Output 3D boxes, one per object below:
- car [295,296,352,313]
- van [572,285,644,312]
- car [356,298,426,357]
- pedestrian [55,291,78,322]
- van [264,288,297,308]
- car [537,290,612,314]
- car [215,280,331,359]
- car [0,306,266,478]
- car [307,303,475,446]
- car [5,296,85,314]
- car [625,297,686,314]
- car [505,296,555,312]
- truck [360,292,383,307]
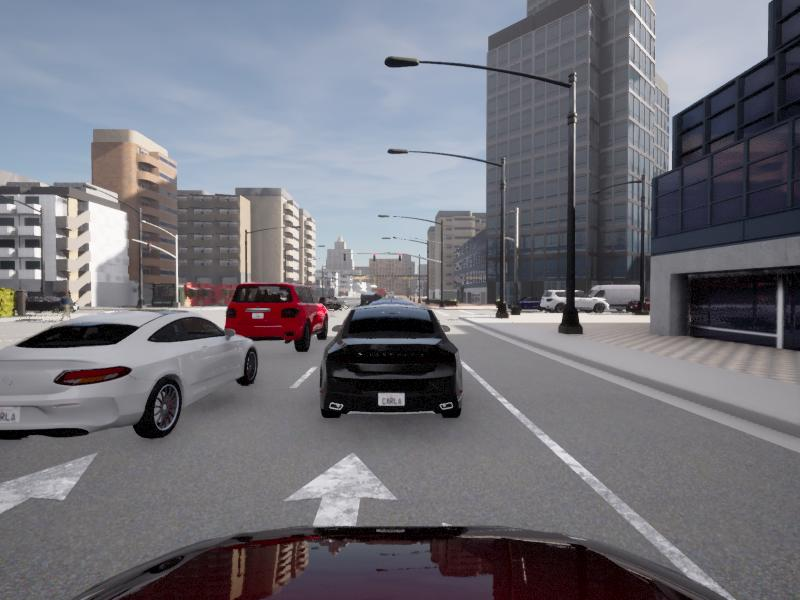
[{"bbox_3d":[-7.132,0.405,37.424,4.792,1.488,2.163,0,1,-34],"label":"car"},{"bbox_3d":[19.906,-0.155,38.479,5.915,2.561,1.988,0,1,-1],"label":"van"},{"bbox_3d":[-0.289,0.737,13.310,1.882,1.535,5.008,0,1,-1],"label":"car"},{"bbox_3d":[-20.468,0.384,24.566,0.751,1.860,0.751,0,1,-3],"label":"pedestrian"},{"bbox_3d":[-15.145,-0.233,51.184,2.351,2.431,6.366,0,0,-1],"label":"van"},{"bbox_3d":[15.170,0.153,34.941,5.566,2.045,2.150,0,1,-1],"label":"car"},{"bbox_3d":[-3.796,0.479,13.206,2.150,2.045,5.566,0,1,-1],"label":"car"},{"bbox_3d":[-3.631,0.861,5.908,1.812,1.442,4.674,0,0,-1],"label":"car"},{"bbox_3d":[-0.149,0.835,6.827,1.837,1.490,4.892,0,0,-1],"label":"car"},{"bbox_3d":[-30.277,0.413,34.256,4.902,1.511,2.128,0,1,-1],"label":"car"},{"bbox_3d":[22.343,0.440,35.044,4.193,1.474,1.816,0,1,-1],"label":"car"},{"bbox_3d":[12.427,0.376,38.379,4.193,1.474,1.816,0,1,-1],"label":"car"},{"bbox_3d":[-4.216,-0.120,60.038,2.390,2.098,6.274,0,0,7],"label":"truck"}]
